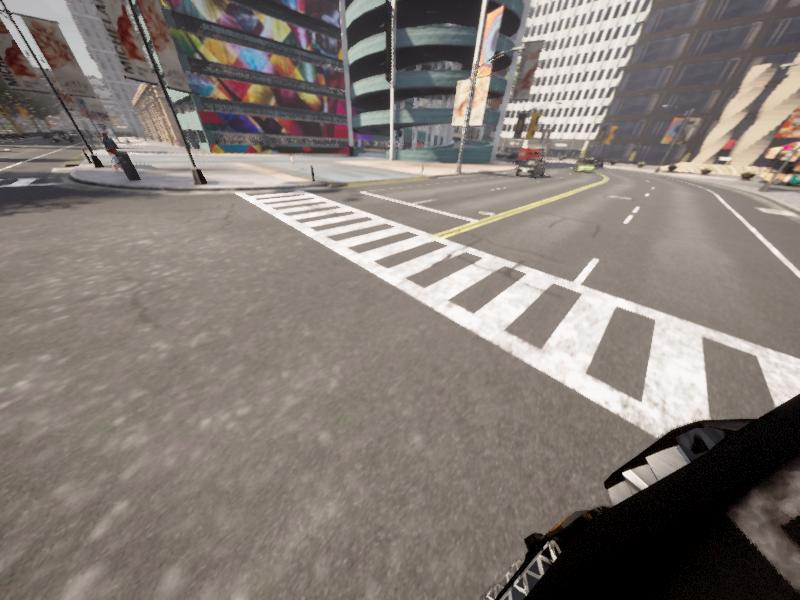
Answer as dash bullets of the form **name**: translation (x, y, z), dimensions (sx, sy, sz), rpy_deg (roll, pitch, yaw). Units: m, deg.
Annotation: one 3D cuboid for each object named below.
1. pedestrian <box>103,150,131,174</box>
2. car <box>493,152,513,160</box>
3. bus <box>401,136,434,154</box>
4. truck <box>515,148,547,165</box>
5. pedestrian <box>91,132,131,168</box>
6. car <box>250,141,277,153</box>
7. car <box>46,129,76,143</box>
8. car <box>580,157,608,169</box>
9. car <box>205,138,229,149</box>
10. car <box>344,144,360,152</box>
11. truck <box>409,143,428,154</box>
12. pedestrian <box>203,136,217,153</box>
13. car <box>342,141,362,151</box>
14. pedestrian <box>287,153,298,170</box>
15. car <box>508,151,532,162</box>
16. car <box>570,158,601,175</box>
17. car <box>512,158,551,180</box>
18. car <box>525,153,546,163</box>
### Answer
- **pedestrian**: translation (-15.561, -7.595, 12.711), dimensions (0.500, 1.100, 0.500), rpy_deg (26, 40, 30)
- **car**: translation (26.729, -37.496, 60.085), dimensions (1.994, 1.385, 4.181), rpy_deg (-16, 38, -26)
- **bus**: translation (5.379, -50.188, 74.781), dimensions (3.944, 4.253, 10.273), rpy_deg (-27, 44, -37)
- **truck**: translation (24.546, -27.144, 43.633), dimensions (2.627, 2.467, 5.204), rpy_deg (2, 34, -1)
- **pedestrian**: translation (-18.338, -9.548, 14.724), dimensions (0.751, 1.860, 0.751), rpy_deg (-19, 39, -28)
- **car**: translation (-22.687, -25.397, 38.296), dimensions (2.128, 1.511, 4.902), rpy_deg (-27, 44, -37)
- **car**: translation (-58.298, -28.230, 39.820), dimensions (1.932, 1.855, 4.605), rpy_deg (-27, 44, -37)
- **car**: translation (34.679, -24.676, 41.479), dimensions (1.851, 1.617, 3.988), rpy_deg (5, 34, 3)
- **car**: translation (-33.743, -28.742, 42.526), dimensions (2.161, 1.482, 4.786), rpy_deg (-27, 44, -37)
- **car**: translation (-12.632, -40.032, 60.776), dimensions (2.007, 1.523, 4.514), rpy_deg (-27, 44, -37)
- **truck**: translation (5.579, -46.422, 70.816), dimensions (2.627, 2.467, 5.204), rpy_deg (-27, 44, -37)
- **pedestrian**: translation (-25.957, -21.268, 31.559), dimensions (0.751, 1.860, 0.751), rpy_deg (19, 37, 23)
- **car**: translation (-12.575, -40.332, 60.523), dimensions (2.435, 2.045, 5.566), rpy_deg (-27, 44, -37)
- **pedestrian**: translation (-8.327, -10.756, 17.912), dimensions (0.500, 1.100, 0.500), rpy_deg (-20, 40, -30)
- **car**: translation (26.871, -32.312, 51.977), dimensions (1.932, 1.855, 4.605), rpy_deg (-7, 36, -14)
- **car**: translation (24.099, -17.507, 30.173), dimensions (2.007, 1.525, 4.514), rpy_deg (16, 36, 19)
- **car**: translation (12.531, -12.502, 21.910), dimensions (1.789, 1.549, 3.705), rpy_deg (30, 42, 34)
- **car**: translation (30.463, -32.031, 52.101), dimensions (1.789, 1.549, 3.705), rpy_deg (-7, 35, -14)
